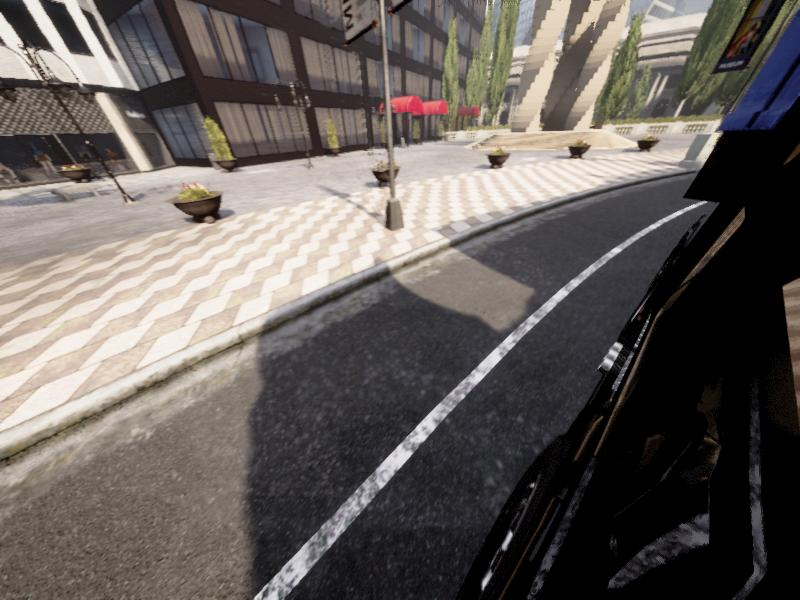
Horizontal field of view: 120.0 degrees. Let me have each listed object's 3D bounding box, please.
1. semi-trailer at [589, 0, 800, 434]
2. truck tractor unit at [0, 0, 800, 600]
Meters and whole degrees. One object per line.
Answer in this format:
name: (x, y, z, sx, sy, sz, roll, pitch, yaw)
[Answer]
semi-trailer: (9.347, -3.054, 3.462, 14.254, 4.402, 2.717, -20, 39, -21)
truck tractor unit: (2.645, -0.295, 0.351, 6.516, 4.208, 3.053, -28, 44, -30)
